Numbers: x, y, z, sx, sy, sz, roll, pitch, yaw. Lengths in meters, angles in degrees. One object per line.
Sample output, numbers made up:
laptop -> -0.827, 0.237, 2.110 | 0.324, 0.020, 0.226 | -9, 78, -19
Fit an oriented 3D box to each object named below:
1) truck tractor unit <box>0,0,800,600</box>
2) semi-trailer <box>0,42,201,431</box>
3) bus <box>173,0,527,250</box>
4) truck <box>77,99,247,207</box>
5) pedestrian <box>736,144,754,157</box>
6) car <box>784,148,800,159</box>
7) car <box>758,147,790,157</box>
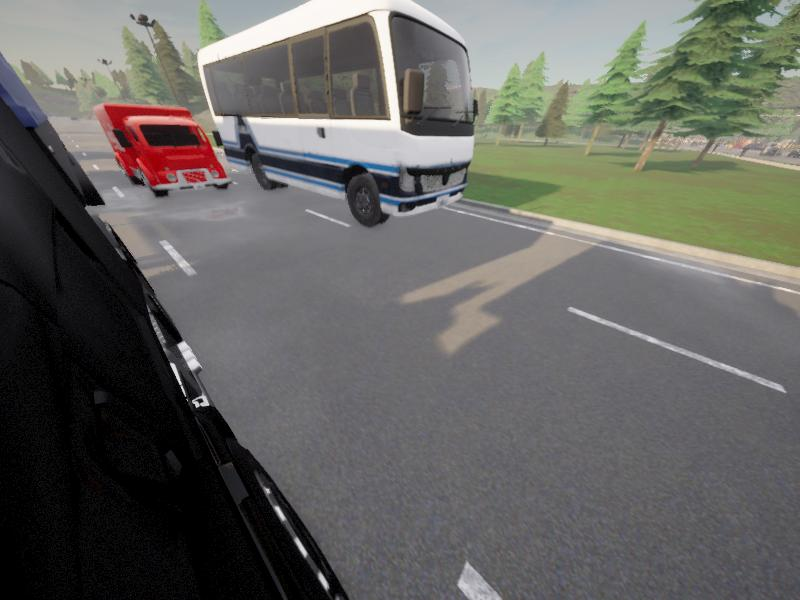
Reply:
truck tractor unit -> -2.645, -0.295, 0.352 | 6.516, 4.208, 3.053 | 28, 44, 30
semi-trailer -> -8.694, -3.593, 4.253 | 14.254, 4.402, 2.717 | 28, 44, 30
bus -> -2.477, -5.778, 7.686 | 10.273, 4.253, 3.944 | 28, 44, 30
truck -> -8.515, -5.423, 8.352 | 5.204, 2.467, 2.627 | 28, 44, 30
pedestrian -> 57.384, -24.864, 38.432 | 0.751, 1.860, 0.751 | 29, 44, 31
car -> 81.239, -29.689, 46.752 | 2.033, 1.649, 4.856 | 27, 43, 29
car -> 78.873, -31.318, 48.846 | 2.038, 1.542, 4.974 | 27, 43, 29
